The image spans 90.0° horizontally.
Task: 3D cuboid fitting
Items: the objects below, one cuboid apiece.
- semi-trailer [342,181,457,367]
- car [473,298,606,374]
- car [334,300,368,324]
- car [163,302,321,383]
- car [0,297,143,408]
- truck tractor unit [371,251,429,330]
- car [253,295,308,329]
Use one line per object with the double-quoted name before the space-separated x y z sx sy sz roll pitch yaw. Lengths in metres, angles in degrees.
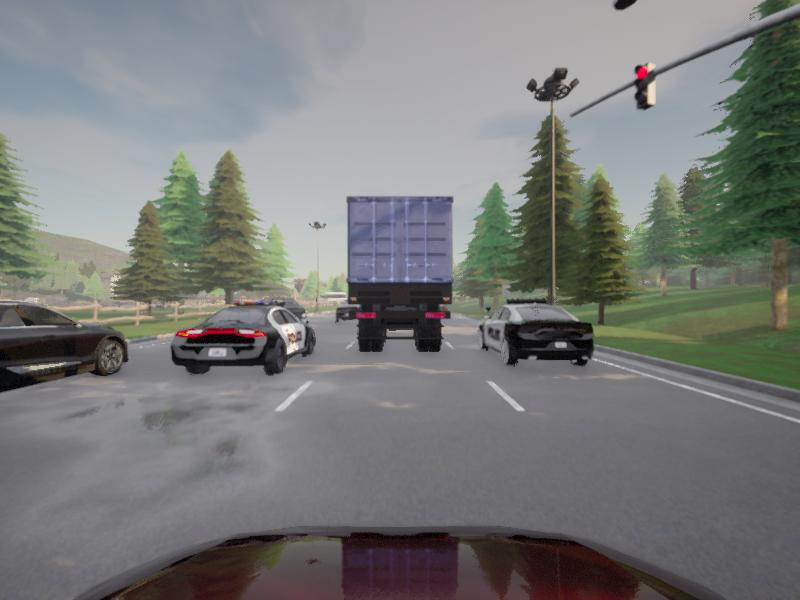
"semi-trailer" -0.003 -0.607 16.579 2.717 4.402 14.254 0 0 0
"car" 3.495 0.779 11.276 1.930 1.638 5.238 0 0 0
"car" -3.514 0.791 29.609 1.930 1.638 5.238 0 0 0
"car" -3.506 0.829 10.142 2.038 1.542 4.974 0 -1 0
"car" -7.003 0.783 6.907 2.033 1.649 4.856 0 0 0
"truck tractor unit" -0.013 -0.505 24.496 3.053 4.208 6.516 0 0 0
"car" -7.011 0.667 24.018 1.932 1.855 4.605 0 0 0
